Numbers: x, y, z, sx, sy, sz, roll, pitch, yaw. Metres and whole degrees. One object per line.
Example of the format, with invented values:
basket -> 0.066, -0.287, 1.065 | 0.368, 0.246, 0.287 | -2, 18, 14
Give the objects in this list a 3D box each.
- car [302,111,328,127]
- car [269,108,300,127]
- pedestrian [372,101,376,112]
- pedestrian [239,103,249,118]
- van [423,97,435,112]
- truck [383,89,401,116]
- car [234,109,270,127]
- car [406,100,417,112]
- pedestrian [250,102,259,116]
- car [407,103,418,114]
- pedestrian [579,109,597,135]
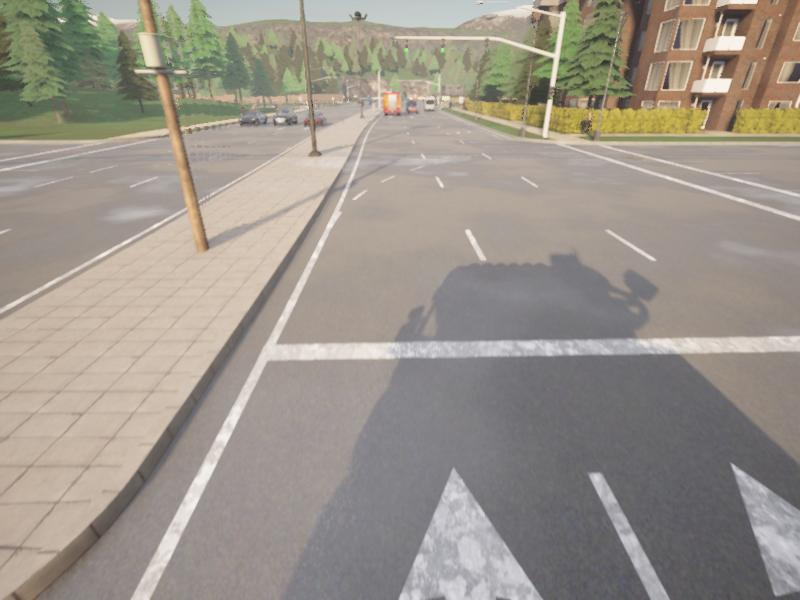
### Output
car -> -9.211, -19.740, 43.581 | 1.994, 1.385, 4.181 | 0, 27, 0
car -> -12.752, -20.393, 44.569 | 2.033, 1.649, 4.856 | 0, 27, -1
pedestrian -> -4.861, -36.268, 74.857 | 0.751, 1.860, 0.751 | -3, 27, -6
pedestrian -> -21.429, -26.022, 54.864 | 0.751, 1.860, 0.751 | 0, 27, 1
van -> 5.806, -39.374, 80.556 | 1.988, 2.561, 5.915 | 0, 27, 0
truck -> -1.215, -32.764, 66.267 | 2.891, 3.827, 8.468 | 0, 27, 0
car -> -16.221, -20.101, 44.105 | 2.038, 1.542, 4.974 | 0, 27, 0
car -> 2.299, -39.396, 81.139 | 2.150, 2.045, 5.566 | 0, 27, 0
pedestrian -> -21.230, -27.856, 58.437 | 0.751, 1.860, 0.751 | 1, 27, 2
car -> 2.240, -33.853, 70.820 | 1.851, 1.617, 3.988 | 0, 27, 1
pedestrian -> 14.908, -14.125, 31.725 | 0.751, 1.860, 0.751 | 0, 27, 0
